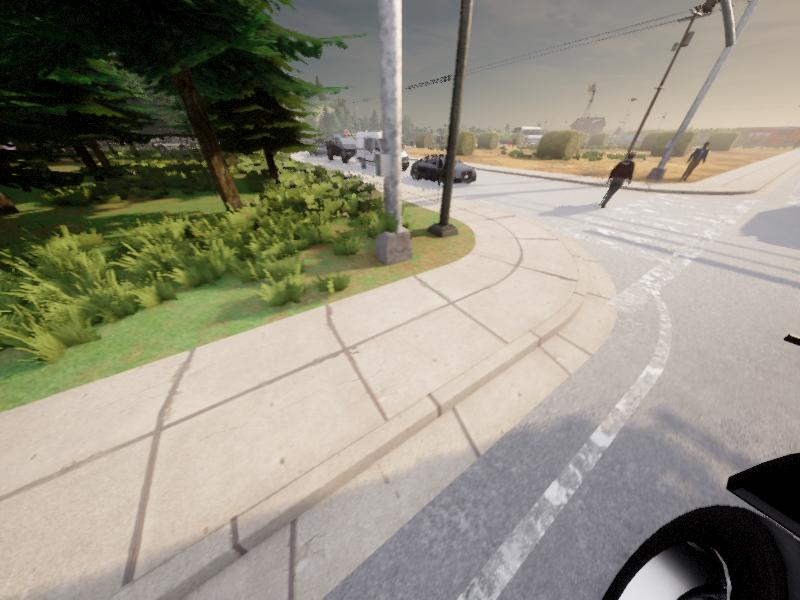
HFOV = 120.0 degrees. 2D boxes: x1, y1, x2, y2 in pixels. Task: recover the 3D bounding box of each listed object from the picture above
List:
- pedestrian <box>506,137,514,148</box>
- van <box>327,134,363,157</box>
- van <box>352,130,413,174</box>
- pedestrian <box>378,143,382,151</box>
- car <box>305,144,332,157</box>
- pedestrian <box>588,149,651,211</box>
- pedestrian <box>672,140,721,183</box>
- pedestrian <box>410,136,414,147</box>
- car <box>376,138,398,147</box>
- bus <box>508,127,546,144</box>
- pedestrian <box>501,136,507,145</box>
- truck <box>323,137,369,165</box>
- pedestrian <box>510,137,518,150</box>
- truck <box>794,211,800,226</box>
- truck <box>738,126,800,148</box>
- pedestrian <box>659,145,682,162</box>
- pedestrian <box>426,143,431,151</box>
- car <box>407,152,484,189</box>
[{"bbox_3d":[21.200,-30.438,44.611,0.751,1.860,0.751,7,36,10],"label":"pedestrian"},{"bbox_3d":[-7.641,-21.291,31.653,2.351,2.431,6.366,-20,40,-25],"label":"van"},{"bbox_3d":[-1.528,-11.781,18.234,1.988,2.561,5.915,-20,40,-25],"label":"van"},{"bbox_3d":[-3.215,-24.323,36.733,0.500,1.100,0.500,-17,39,-22],"label":"pedestrian"},{"bbox_3d":[-10.883,-19.977,30.785,1.895,1.301,4.718,-20,40,-26],"label":"car"},{"bbox_3d":[7.783,-4.289,8.282,0.751,1.860,0.751,-20,40,-25],"label":"pedestrian"},{"bbox_3d":[15.737,-7.389,12.326,0.751,1.860,0.751,24,42,30],"label":"pedestrian"},{"bbox_3d":[2.439,-32.758,47.863,0.751,1.860,0.751,-4,36,-5],"label":"pedestrian"},{"bbox_3d":[-3.178,-38.110,55.852,4.856,1.649,2.033,-18,39,-23],"label":"car"},{"bbox_3d":[39.068,-50.603,71.109,10.273,4.253,3.944,-18,39,-23],"label":"bus"},{"bbox_3d":[27.602,-42.426,61.409,0.751,1.860,0.751,-19,40,-25],"label":"pedestrian"},{"bbox_3d":[-5.676,-15.494,23.814,2.390,2.098,6.274,-20,40,-25],"label":"truck"},{"bbox_3d":[19.745,-27.194,40.067,0.751,1.860,0.751,6,36,8],"label":"pedestrian"},{"bbox_3d":[14.954,-3.460,6.625,5.204,2.467,2.627,-20,40,-27],"label":"truck"},{"bbox_3d":[86.145,-37.375,53.023,2.891,3.827,8.468,-20,40,-26],"label":"truck"},{"bbox_3d":[25.944,-14.073,22.172,0.751,1.300,0.751,-10,37,-14],"label":"pedestrian"},{"bbox_3d":[4.561,-24.502,36.957,0.500,1.100,0.500,-7,36,-10],"label":"pedestrian"},{"bbox_3d":[2.432,-7.614,13.404,1.994,1.385,4.181,-20,40,-26],"label":"car"}]
